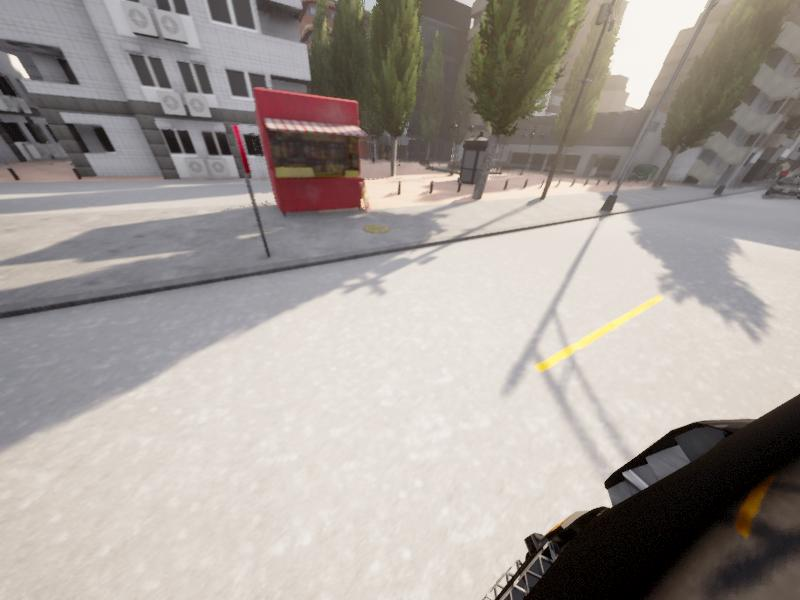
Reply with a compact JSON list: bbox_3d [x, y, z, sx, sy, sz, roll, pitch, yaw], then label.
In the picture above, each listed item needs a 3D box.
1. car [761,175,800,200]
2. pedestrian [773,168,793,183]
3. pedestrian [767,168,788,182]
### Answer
[{"bbox_3d":[33.927,-9.773,19.941,4.514,1.525,2.007,-15,38,-25],"label":"car"},{"bbox_3d":[57.197,-18.605,34.517,0.751,1.860,0.751,-18,39,-29],"label":"pedestrian"},{"bbox_3d":[58.778,-19.471,35.943,0.751,1.860,0.751,-11,36,-21],"label":"pedestrian"}]
